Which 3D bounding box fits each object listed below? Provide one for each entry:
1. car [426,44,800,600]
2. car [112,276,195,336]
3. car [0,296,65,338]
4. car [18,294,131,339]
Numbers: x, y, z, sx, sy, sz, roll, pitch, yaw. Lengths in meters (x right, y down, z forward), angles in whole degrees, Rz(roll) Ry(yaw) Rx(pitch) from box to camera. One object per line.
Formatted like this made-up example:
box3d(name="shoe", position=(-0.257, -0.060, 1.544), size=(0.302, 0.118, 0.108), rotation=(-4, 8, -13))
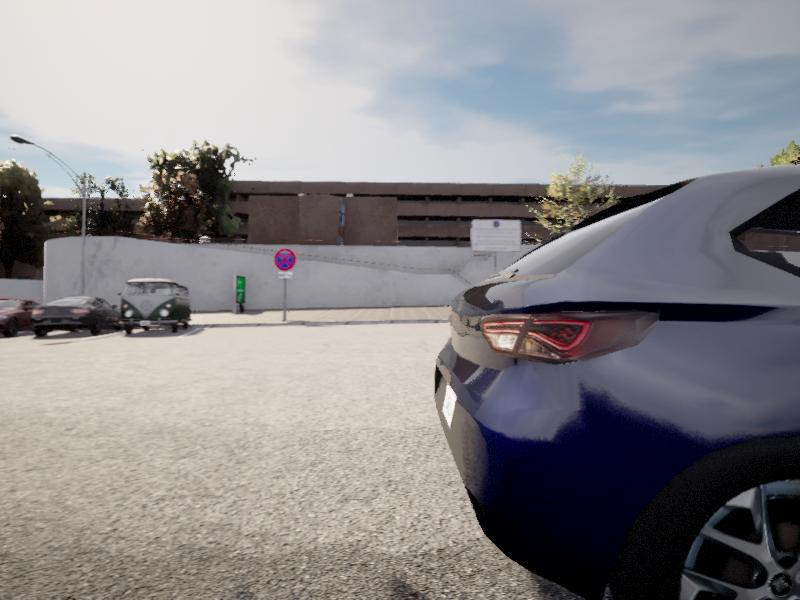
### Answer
box3d(name="car", position=(2.279, 0.260, 1.704), size=(4.193, 1.474, 1.816), rotation=(1, 0, 0))
box3d(name="car", position=(-9.311, 0.250, 15.497), size=(1.878, 1.987, 4.442), rotation=(-1, -1, -20))
box3d(name="car", position=(-15.302, 0.648, 15.584), size=(2.002, 1.452, 4.674), rotation=(-1, -1, -20))
box3d(name="car", position=(-12.329, 0.583, 15.587), size=(2.002, 1.452, 4.674), rotation=(-1, -1, -20))
